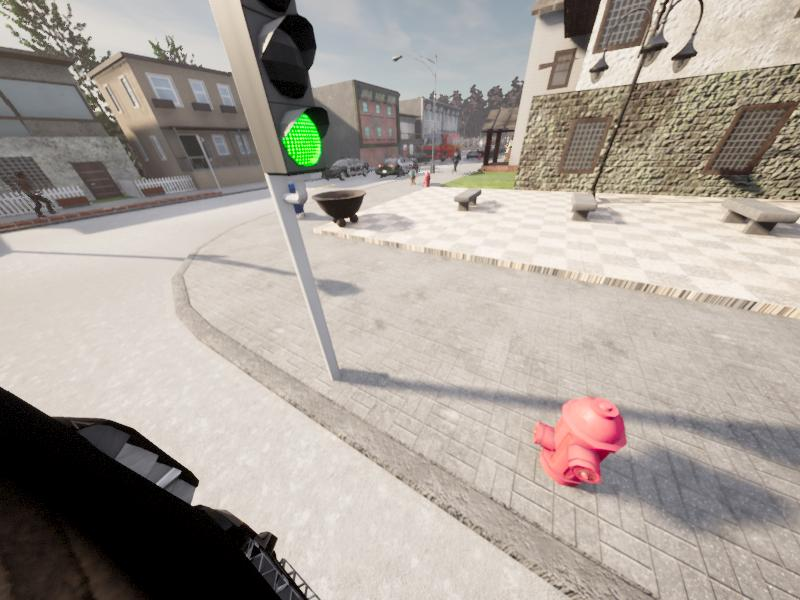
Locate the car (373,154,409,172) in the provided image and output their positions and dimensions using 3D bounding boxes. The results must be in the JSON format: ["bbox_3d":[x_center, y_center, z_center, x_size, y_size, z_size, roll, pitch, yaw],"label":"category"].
[{"bbox_3d":[-0.864,-15.226,25.653,1.994,1.385,4.181,16,38,26],"label":"car"}]

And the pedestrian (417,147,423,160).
[{"bbox_3d":[3.418,-25.425,39.989,0.751,1.860,0.751,15,38,25],"label":"pedestrian"}]

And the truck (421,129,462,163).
[{"bbox_3d":[6.454,-23.431,35.219,2.891,3.827,8.468,16,38,26],"label":"truck"}]

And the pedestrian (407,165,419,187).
[{"bbox_3d":[0.797,-7.369,13.709,0.500,1.100,0.500,17,38,27],"label":"pedestrian"}]

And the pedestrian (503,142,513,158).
[{"bbox_3d":[15.277,-21.201,32.746,0.751,1.860,0.751,16,38,27],"label":"pedestrian"}]

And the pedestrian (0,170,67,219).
[{"bbox_3d":[-16.255,-4.677,10.272,0.751,1.860,0.751,16,38,26],"label":"pedestrian"}]

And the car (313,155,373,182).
[{"bbox_3d":[-4.767,-11.615,20.269,1.930,1.638,5.238,15,38,25],"label":"car"}]

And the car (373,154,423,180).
[{"bbox_3d":[-0.002,-11.740,20.201,2.038,1.542,4.974,16,38,26],"label":"car"}]

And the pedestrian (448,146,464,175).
[{"bbox_3d":[4.393,-10.948,18.148,0.751,1.860,0.751,24,42,34],"label":"pedestrian"}]

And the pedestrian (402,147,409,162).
[{"bbox_3d":[0.910,-23.004,36.537,0.751,1.860,0.751,11,36,20],"label":"pedestrian"}]

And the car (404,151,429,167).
[{"bbox_3d":[2.181,-18.263,29.822,1.789,1.549,3.705,16,38,26],"label":"car"}]

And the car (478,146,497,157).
[{"bbox_3d":[16.244,-27.564,42.894,2.033,1.411,5.357,16,38,26],"label":"car"}]

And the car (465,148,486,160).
[{"bbox_3d":[12.254,-23.651,37.333,1.994,1.385,4.181,16,38,26],"label":"car"}]
